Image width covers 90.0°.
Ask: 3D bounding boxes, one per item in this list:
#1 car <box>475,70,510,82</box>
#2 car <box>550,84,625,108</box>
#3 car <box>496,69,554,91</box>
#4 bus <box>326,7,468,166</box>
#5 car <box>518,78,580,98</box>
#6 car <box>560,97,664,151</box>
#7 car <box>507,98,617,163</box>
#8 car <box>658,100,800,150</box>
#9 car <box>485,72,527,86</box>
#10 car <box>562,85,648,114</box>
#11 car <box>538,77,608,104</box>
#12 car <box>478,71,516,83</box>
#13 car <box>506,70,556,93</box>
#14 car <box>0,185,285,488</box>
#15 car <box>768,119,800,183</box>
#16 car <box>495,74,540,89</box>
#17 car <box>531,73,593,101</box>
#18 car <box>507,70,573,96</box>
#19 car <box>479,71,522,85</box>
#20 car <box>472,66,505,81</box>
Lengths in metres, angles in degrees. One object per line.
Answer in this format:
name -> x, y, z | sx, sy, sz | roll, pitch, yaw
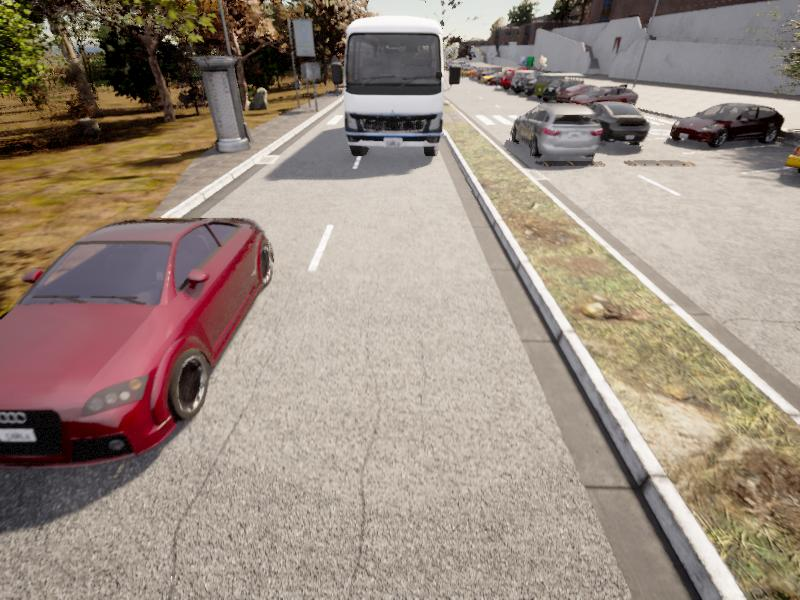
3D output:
car -> 13.944, -33.777, 60.321 | 4.674, 1.452, 2.002 | -10, 33, -17
car -> 13.892, -15.193, 29.711 | 4.674, 1.452, 2.002 | -10, 33, -17
car -> 13.953, -24.698, 44.896 | 5.566, 2.045, 2.435 | -10, 33, -17
bus -> 0.084, -8.935, 16.616 | 3.944, 4.253, 10.273 | 1, 31, 2
car -> 13.904, -19.850, 37.351 | 4.892, 1.521, 2.231 | -10, 33, -17
car -> 8.805, -7.686, 17.219 | 1.837, 1.490, 4.892 | 0, 31, 0
car -> 5.798, -6.551, 15.147 | 2.242, 1.667, 4.611 | 0, 31, 0
car -> 13.848, -7.439, 16.842 | 4.792, 1.488, 2.163 | -10, 33, -17
car -> 13.909, -29.094, 52.671 | 4.792, 1.488, 2.163 | -10, 33, -17
car -> 13.866, -13.643, 27.121 | 4.792, 1.488, 2.163 | -10, 33, -17
car -> 13.873, -16.871, 32.170 | 4.553, 1.767, 2.185 | -10, 33, -17
car -> 13.971, -32.224, 57.786 | 4.792, 1.488, 2.163 | -10, 33, -17
car -> 13.813, -23.105, 42.303 | 4.442, 1.987, 1.878 | -10, 33, -17
car -> -2.981, -0.119, 4.736 | 1.994, 1.385, 4.181 | 0, 31, 0
car -> 14.037, -4.406, 11.754 | 5.366, 1.575, 1.946 | -10, 32, -17
car -> 13.924, -25.990, 47.587 | 4.674, 1.452, 2.002 | -10, 33, -17
car -> 14.017, -18.524, 34.718 | 4.442, 1.987, 1.878 | -10, 33, -17
car -> 13.893, -21.600, 39.762 | 5.566, 2.045, 2.435 | -10, 33, -17
car -> 13.769, -30.651, 55.151 | 5.366, 1.575, 1.946 | -10, 33, -17
car -> 13.849, -35.544, 62.676 | 4.442, 1.987, 1.878 | -10, 34, -17
